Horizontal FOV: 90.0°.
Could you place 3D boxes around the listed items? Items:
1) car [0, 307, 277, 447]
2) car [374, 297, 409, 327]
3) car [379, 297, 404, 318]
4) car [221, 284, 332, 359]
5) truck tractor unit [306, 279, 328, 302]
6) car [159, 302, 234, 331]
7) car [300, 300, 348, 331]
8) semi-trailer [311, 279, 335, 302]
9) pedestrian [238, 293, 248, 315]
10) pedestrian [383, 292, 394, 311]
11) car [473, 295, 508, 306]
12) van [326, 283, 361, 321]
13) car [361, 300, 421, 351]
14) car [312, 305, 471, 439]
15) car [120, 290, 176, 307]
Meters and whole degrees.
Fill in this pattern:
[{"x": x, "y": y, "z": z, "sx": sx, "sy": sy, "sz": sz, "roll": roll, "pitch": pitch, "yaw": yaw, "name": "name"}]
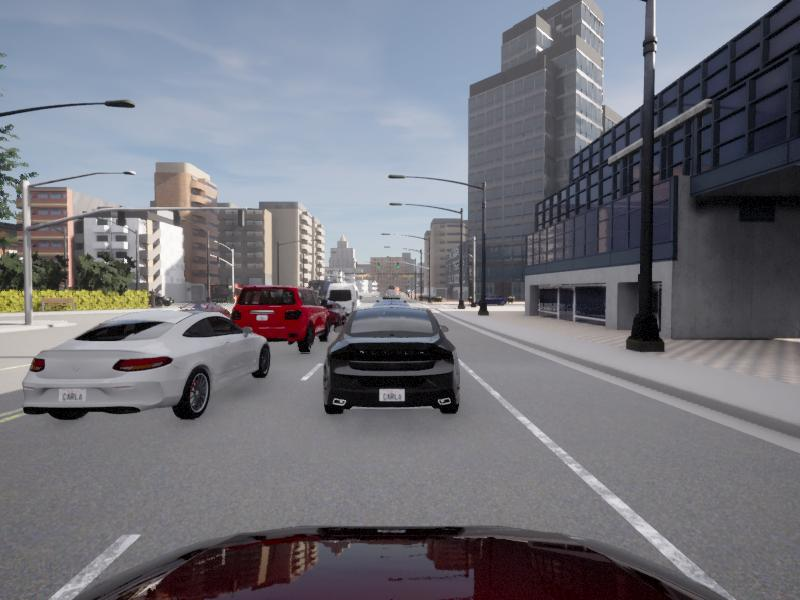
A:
[{"x": -3.644, "y": 0.882, "z": 6.694, "sx": 1.812, "sy": 1.442, "sz": 4.674, "roll": 0, "pitch": 0, "yaw": -1, "name": "car"}, {"x": -0.542, "y": 0.637, "z": 24.977, "sx": 1.930, "sy": 1.638, "sz": 5.238, "roll": 0, "pitch": 1, "yaw": -1, "name": "car"}, {"x": -0.691, "y": 0.567, "z": 31.748, "sx": 1.816, "sy": 1.474, "sz": 4.193, "roll": 0, "pitch": 1, "yaw": -1, "name": "car"}, {"x": -3.805, "y": 0.564, "z": 13.586, "sx": 2.150, "sy": 2.045, "sz": 5.566, "roll": 0, "pitch": 0, "yaw": -1, "name": "car"}, {"x": -15.620, "y": -1.726, "z": 75.706, "sx": 3.053, "sy": 4.208, "sz": 6.516, "roll": 0, "pitch": 0, "yaw": -1, "name": "truck tractor unit"}, {"x": -10.948, "y": 0.822, "z": 21.891, "sx": 1.994, "sy": 1.385, "sz": 4.181, "roll": 0, "pitch": 1, "yaw": -1, "name": "car"}, {"x": -4.046, "y": 0.782, "z": 22.068, "sx": 1.812, "sy": 1.442, "sz": 4.674, "roll": 0, "pitch": 1, "yaw": -1, "name": "car"}, {"x": -15.838, "y": -1.925, "z": 83.614, "sx": 2.717, "sy": 4.402, "sz": 14.254, "roll": 0, "pitch": 1, "yaw": -2, "name": "semi-trailer"}, {"x": -13.023, "y": 0.323, "z": 33.186, "sx": 0.751, "sy": 1.860, "sz": 0.751, "roll": -1, "pitch": 2, "yaw": -25, "name": "pedestrian"}, {"x": -1.165, "y": 0.166, "z": 40.083, "sx": 0.751, "sy": 1.860, "sz": 0.751, "roll": -1, "pitch": 2, "yaw": -40, "name": "pedestrian"}, {"x": 12.127, "y": 0.028, "z": 53.711, "sx": 4.193, "sy": 1.474, "sz": 1.816, "roll": 0, "pitch": 2, "yaw": -1, "name": "car"}, {"x": -4.170, "y": 0.061, "z": 30.508, "sx": 1.988, "sy": 2.561, "sz": 5.915, "roll": 0, "pitch": 1, "yaw": -1, "name": "van"}, {"x": -0.329, "y": 0.810, "z": 15.202, "sx": 1.882, "sy": 1.535, "sz": 5.008, "roll": 0, "pitch": 1, "yaw": -1, "name": "car"}, {"x": -0.149, "y": 0.857, "z": 7.057, "sx": 1.837, "sy": 1.490, "sz": 4.892, "roll": 0, "pitch": 0, "yaw": -1, "name": "car"}, {"x": -31.155, "y": -0.174, "z": 49.607, "sx": 5.566, "sy": 2.045, "sz": 2.150, "roll": 0, "pitch": 2, "yaw": -1, "name": "car"}]
